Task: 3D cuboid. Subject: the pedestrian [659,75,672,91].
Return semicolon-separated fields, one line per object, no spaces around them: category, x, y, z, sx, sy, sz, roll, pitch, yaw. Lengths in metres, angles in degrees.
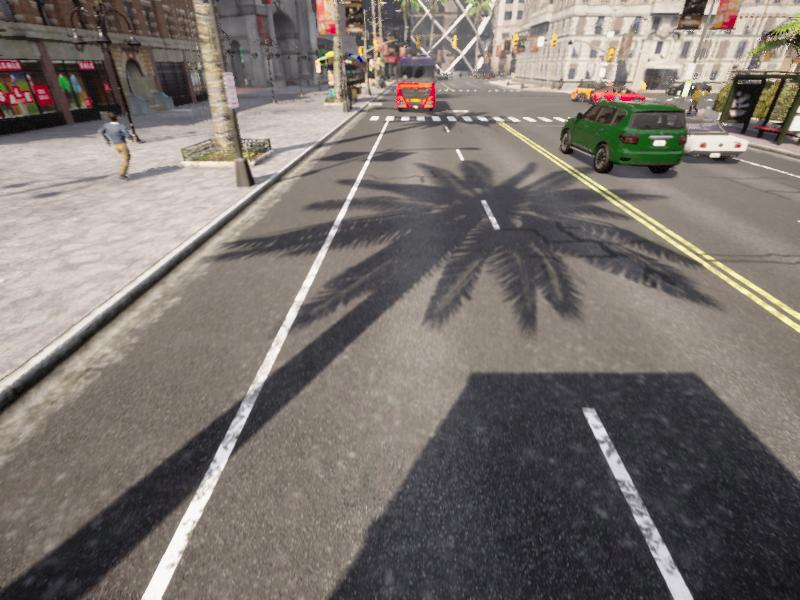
pedestrian;35.884;-29.300;54.065;0.751;1.860;0.751;-3;30;-5

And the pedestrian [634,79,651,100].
pedestrian;24.242;-21.077;40.039;0.751;1.860;0.751;-6;31;-10

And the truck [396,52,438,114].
truck;1.274;-17.440;32.000;2.891;3.827;8.468;1;30;2

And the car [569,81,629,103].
car;19.188;-20.167;38.778;4.553;1.767;2.097;6;31;9

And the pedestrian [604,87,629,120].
pedestrian;14.100;-12.818;26.083;0.751;1.860;0.751;0;30;-1

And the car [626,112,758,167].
car;11.139;-6.457;15.806;1.895;1.301;4.718;1;30;2

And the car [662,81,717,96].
car;34.659;-25.365;48.048;4.892;1.490;1.837;1;30;1

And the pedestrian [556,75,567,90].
pedestrian;22.285;-30.068;55.291;0.751;1.860;0.751;-9;32;-15

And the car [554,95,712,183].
car;7.572;-5.839;13.986;2.150;2.045;5.566;0;30;0

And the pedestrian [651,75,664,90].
pedestrian;36.395;-30.742;56.530;0.751;1.860;0.751;-1;30;-1

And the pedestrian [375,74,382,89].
pedestrian;-3.098;-31.585;57.722;0.751;1.860;0.751;19;35;29

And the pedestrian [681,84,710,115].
pedestrian;20.204;-13.725;27.368;0.751;1.860;0.751;-10;32;-16

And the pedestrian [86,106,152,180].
pedestrian;-7.921;-4.458;11.366;0.751;1.860;0.751;2;30;3

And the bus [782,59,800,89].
bus;67.466;-35.639;63.073;3.944;4.253;10.273;1;30;1

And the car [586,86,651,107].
car;19.382;-18.198;35.681;4.514;1.525;2.007;5;31;9
